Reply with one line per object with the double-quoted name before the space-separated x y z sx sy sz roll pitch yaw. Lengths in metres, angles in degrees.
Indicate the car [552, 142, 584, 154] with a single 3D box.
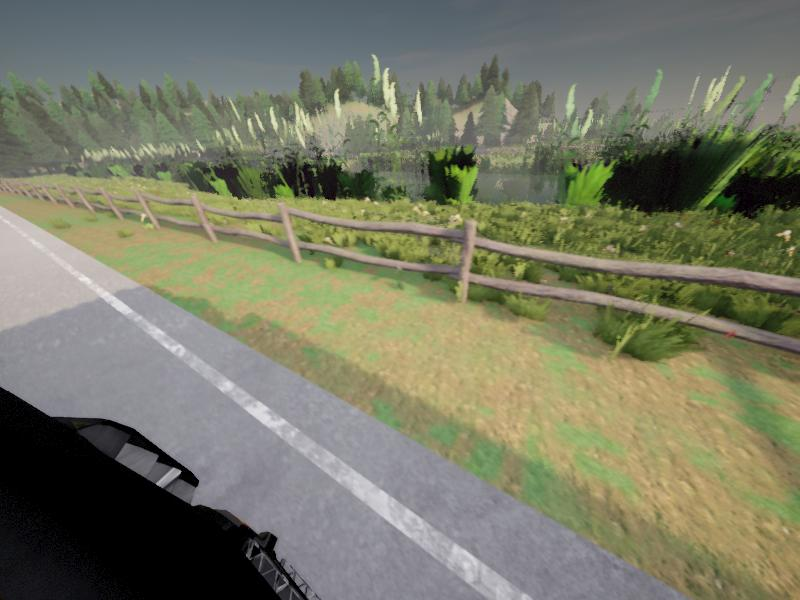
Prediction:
"car" 32.590 -29.525 44.837 4.553 1.767 2.097 18 39 28
